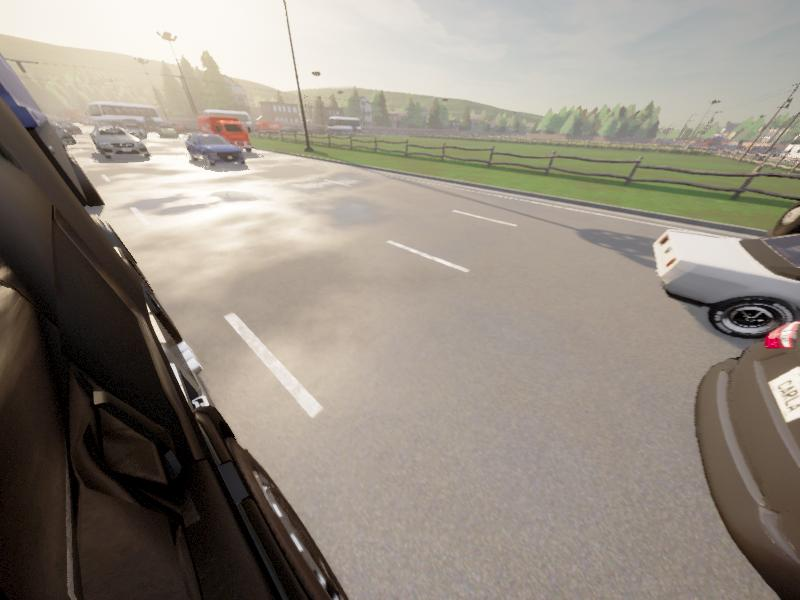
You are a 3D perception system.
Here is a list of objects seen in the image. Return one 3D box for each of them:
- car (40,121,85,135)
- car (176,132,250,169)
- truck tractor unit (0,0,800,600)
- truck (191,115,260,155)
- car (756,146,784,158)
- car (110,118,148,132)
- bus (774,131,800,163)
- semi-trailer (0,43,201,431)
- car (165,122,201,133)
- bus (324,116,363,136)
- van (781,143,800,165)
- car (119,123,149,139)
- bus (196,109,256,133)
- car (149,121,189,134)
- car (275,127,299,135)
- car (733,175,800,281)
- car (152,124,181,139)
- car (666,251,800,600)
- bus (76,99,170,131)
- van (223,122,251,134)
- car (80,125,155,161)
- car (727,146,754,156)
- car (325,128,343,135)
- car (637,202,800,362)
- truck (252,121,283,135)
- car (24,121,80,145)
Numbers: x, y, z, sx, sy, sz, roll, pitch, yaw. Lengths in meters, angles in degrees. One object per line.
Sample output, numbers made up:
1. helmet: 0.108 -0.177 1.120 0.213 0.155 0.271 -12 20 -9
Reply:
1. car: -44.389 -22.707 30.523 1.994 1.385 4.181 -19 42 -26
2. car: -11.656 -9.412 14.365 5.008 1.535 1.882 28 44 30
3. truck tractor unit: -2.645 -0.295 0.351 6.516 4.208 3.053 28 44 30
4. truck: -15.097 -14.356 20.047 5.204 2.467 2.627 28 44 30
5. car: 80.672 -32.409 50.443 1.905 1.878 3.866 27 43 30
6. car: -49.358 -31.902 42.190 1.905 1.878 3.866 3 36 2
7. bus: 69.678 -25.557 38.563 3.944 4.253 10.273 27 43 30
8. semi-trailer: -8.700 -3.582 4.257 14.254 4.402 2.717 28 44 30
9. car: -44.321 -35.399 47.383 2.242 1.667 4.611 20 40 22
10. bus: -16.059 -49.987 66.514 3.944 4.253 10.273 28 43 30
11. van: 59.623 -21.293 33.641 1.988 2.561 5.915 27 43 30
12. car: -34.542 -21.957 29.994 3.806 1.475 1.970 32 46 34
13. bus: -42.946 -44.527 57.592 3.944 4.253 10.273 27 43 29
14. car: -42.483 -31.839 42.687 2.242 1.667 4.611 8 37 7
15. car: -28.837 -43.474 59.293 2.128 1.511 4.902 28 44 30
16. car: 9.716 -1.004 3.978 3.866 1.878 1.905 27 43 30
17. car: -32.965 -23.847 32.591 2.007 1.525 4.514 -29 47 -35
18. car: 4.126 1.584 0.350 4.611 1.667 2.242 30 45 32
19. bus: -52.588 -35.387 44.711 3.944 4.253 10.273 10 37 14
20. van: -36.390 -38.439 51.675 1.775 1.987 4.442 28 43 30
21. car: -18.817 -10.521 15.373 5.027 1.651 2.152 28 44 30
22. car: 80.251 -35.267 54.552 2.242 1.667 4.611 27 43 30
23. car: -20.509 -52.500 71.922 1.882 1.535 5.008 28 44 30
24. car: 6.237 0.144 2.729 4.718 1.301 1.895 28 43 30
25. truck: -30.361 -39.553 53.065 2.627 2.467 5.204 28 46 30
26. car: -31.056 -14.911 20.641 3.705 1.549 1.789 21 41 24
